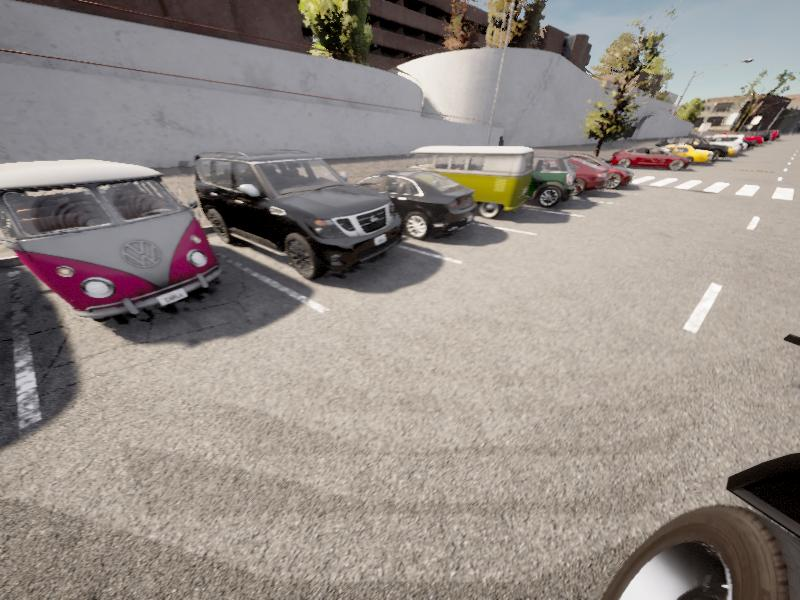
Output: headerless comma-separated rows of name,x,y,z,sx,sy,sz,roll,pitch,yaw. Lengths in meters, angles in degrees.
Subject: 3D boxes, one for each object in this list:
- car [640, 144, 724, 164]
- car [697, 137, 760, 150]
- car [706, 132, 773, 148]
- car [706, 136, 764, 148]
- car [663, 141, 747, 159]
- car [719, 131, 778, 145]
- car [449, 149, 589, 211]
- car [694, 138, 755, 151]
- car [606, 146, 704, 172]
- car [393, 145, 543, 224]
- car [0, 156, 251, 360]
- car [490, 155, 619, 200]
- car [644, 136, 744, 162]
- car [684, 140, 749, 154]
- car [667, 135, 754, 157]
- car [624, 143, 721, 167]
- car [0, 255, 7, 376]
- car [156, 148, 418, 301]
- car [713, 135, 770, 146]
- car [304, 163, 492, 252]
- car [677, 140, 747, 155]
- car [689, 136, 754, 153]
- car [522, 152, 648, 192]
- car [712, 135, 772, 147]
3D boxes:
car,26.803,-14.113,22.260,4.674,1.452,2.002,21,40,29
car,48.955,-23.419,34.633,5.008,1.535,2.097,21,41,29
car,56.348,-26.758,38.584,5.566,2.045,2.435,21,41,29
car,53.896,-25.483,37.376,4.792,1.488,2.163,21,41,29
car,34.339,-17.147,26.306,5.366,1.575,1.946,21,40,29
car,66.128,-30.930,44.082,5.566,2.045,2.435,21,41,29
car,4.698,-5.169,9.609,4.553,1.767,2.185,21,41,29
car,46.491,-22.347,33.296,4.674,1.452,2.002,21,41,29
car,19.447,-11.081,18.060,4.792,1.488,2.163,21,40,29
car,2.130,-4.296,8.236,4.442,1.987,1.878,21,41,29
car,-5.008,-1.223,3.973,4.442,1.987,1.878,21,40,29
car,7.122,-6.041,11.101,4.674,1.452,2.002,21,41,29
car,29.290,-15.356,23.472,5.566,2.045,2.435,21,40,29
car,41.575,-20.264,30.558,4.674,1.452,2.002,21,41,29
car,36.620,-18.442,27.644,5.566,2.045,2.435,21,41,29
car,24.188,-13.189,20.925,5.366,1.575,1.946,21,41,29
car,-7.579,-0.285,2.635,5.566,2.045,2.435,21,41,29
car,-2.636,-2.273,5.386,5.566,2.045,2.435,21,40,29
car,61.091,-28.701,41.561,5.366,1.575,1.946,21,41,29
car,-0.210,-3.070,6.922,4.892,1.521,2.231,21,41,29
car,39.083,-19.244,29.181,4.792,1.488,2.163,21,41,29
car,44.005,-21.450,31.846,4.553,1.767,2.185,21,41,29
car,9.607,-7.053,12.483,4.792,1.488,2.163,21,40,29
car,58.941,-27.548,40.016,5.366,1.575,1.946,21,41,29
